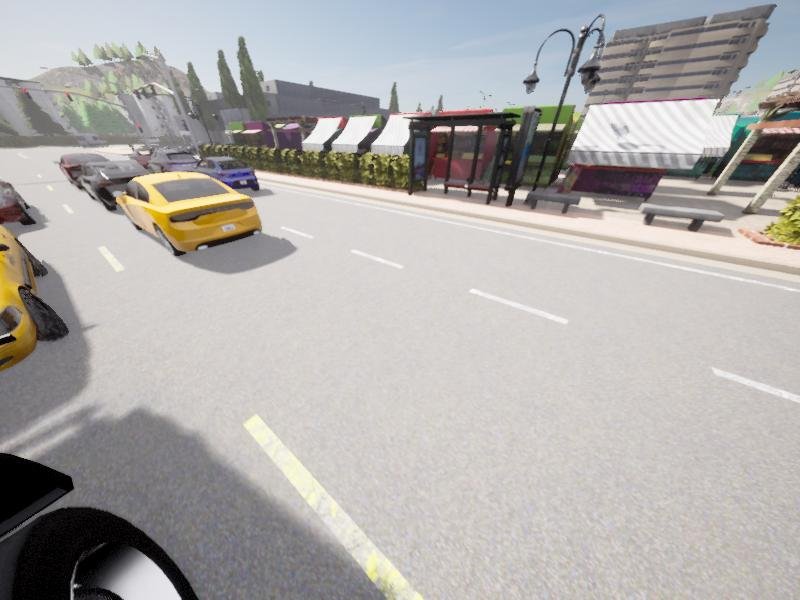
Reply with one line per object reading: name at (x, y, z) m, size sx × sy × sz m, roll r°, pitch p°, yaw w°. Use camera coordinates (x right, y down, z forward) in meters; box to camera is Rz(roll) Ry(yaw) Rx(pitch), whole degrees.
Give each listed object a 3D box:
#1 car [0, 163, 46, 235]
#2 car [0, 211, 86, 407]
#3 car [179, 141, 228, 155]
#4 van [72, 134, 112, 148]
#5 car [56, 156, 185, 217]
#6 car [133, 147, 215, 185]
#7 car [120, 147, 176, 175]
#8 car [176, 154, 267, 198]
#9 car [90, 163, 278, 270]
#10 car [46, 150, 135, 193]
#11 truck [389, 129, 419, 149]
car at (-13.200, -3.092, 6.910) m, size 4.792 × 1.488 × 2.163 m, roll 23°, pitch 41°, yaw 28°
car at (-6.432, -0.311, 2.937) m, size 5.366 × 1.575 × 1.801 m, roll 22°, pitch 41°, yaw 28°
car at (-29.439, -22.929, 34.807) m, size 2.152 × 1.651 × 5.027 m, roll 25°, pitch 42°, yaw 31°
van at (-71.541, -37.133, 53.801) m, size 1.988 × 2.561 × 5.915 m, roll -8°, pitch 36°, yaw -11°
car at (-11.248, -4.769, 9.305) m, size 4.792 × 1.488 × 2.163 m, roll 23°, pitch 41°, yaw 28°
car at (-14.126, -8.502, 14.451) m, size 4.856 × 1.649 × 2.033 m, roll 23°, pitch 41°, yaw 28°
car at (-18.961, -10.547, 17.401) m, size 3.633 × 1.501 × 1.845 m, roll 25°, pitch 42°, yaw 31°
car at (-8.817, -6.227, 11.397) m, size 4.193 × 1.474 × 1.816 m, roll 23°, pitch 41°, yaw 28°
car at (-5.769, -2.531, 6.123) m, size 5.008 × 1.535 × 1.882 m, roll 22°, pitch 41°, yaw 28°
car at (-16.810, -7.102, 12.523) m, size 5.008 × 1.535 × 1.882 m, roll 23°, pitch 41°, yaw 28°
truck at (1.081, -40.210, 57.648) m, size 2.891 × 3.827 × 8.468 m, roll 23°, pitch 41°, yaw 29°
